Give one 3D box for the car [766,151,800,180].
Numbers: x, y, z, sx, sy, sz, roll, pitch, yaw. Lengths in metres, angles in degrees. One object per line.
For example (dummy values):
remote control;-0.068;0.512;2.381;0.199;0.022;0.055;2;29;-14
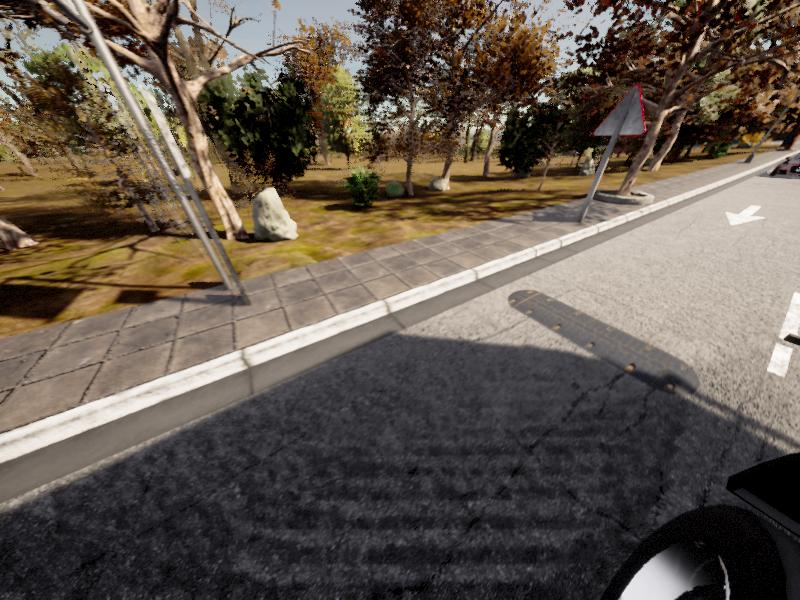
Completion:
car;26.316;-8.761;14.980;4.181;1.385;1.994;-20;39;-25
